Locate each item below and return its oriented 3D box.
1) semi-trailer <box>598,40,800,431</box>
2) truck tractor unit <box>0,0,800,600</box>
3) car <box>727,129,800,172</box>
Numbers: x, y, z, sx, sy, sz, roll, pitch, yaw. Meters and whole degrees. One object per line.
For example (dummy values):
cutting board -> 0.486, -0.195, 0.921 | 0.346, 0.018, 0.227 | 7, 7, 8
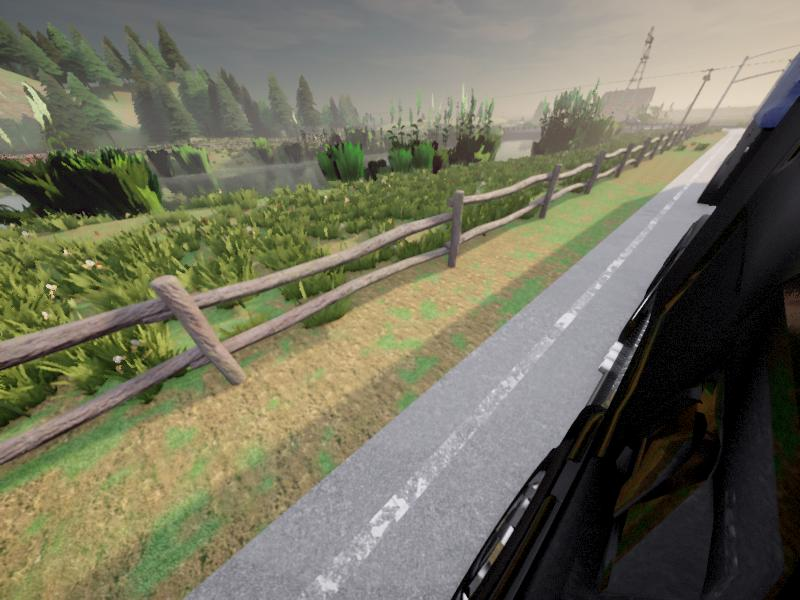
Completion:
semi-trailer -> 8.693, -3.609, 4.232 | 14.254, 4.402, 2.717 | -28, 44, -30
truck tractor unit -> 2.645, -0.295, 0.351 | 6.516, 4.208, 3.053 | -28, 44, -30
car -> 18.024, -7.336, 11.177 | 4.181, 1.385, 1.994 | -28, 44, -30
